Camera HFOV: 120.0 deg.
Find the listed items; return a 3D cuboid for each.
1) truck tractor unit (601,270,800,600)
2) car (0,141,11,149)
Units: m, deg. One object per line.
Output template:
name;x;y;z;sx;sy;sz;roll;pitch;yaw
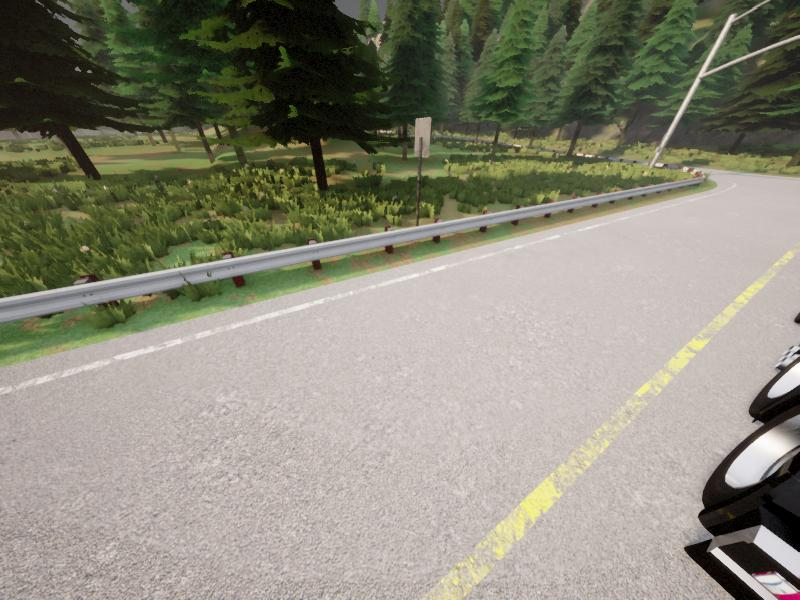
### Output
truck tractor unit;5.121;-0.291;0.767;6.516;4.208;3.053;-18;39;-24
car;-95.232;-35.725;53.335;5.008;1.535;1.882;-18;39;-25
